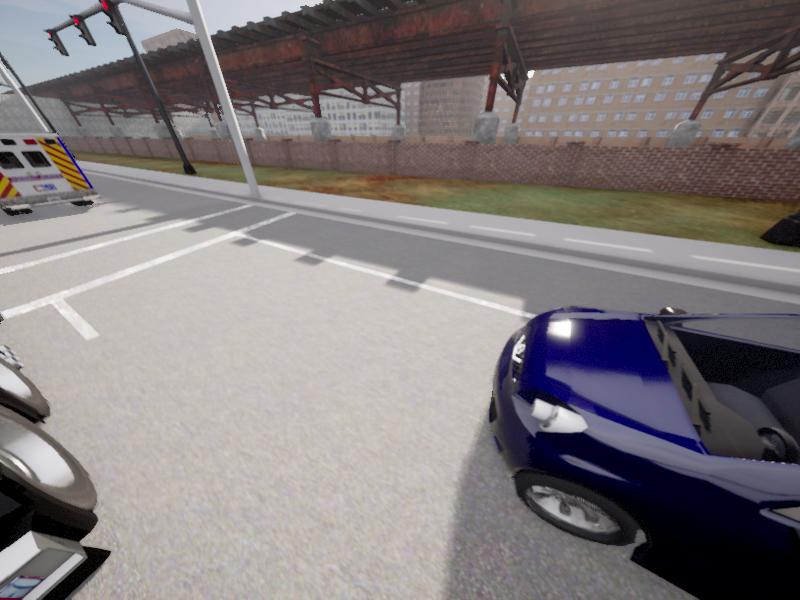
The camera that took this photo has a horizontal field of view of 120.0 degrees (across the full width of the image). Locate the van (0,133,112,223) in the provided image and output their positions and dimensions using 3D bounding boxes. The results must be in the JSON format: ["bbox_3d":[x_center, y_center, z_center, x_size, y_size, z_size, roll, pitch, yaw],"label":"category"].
[{"bbox_3d":[-15.023,-5.047,9.091,6.366,2.431,2.351,18,39,23],"label":"van"}]

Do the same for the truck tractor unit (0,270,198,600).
[{"bbox_3d":[-5.122,-0.291,0.757,6.516,4.208,3.053,18,39,24],"label":"truck tractor unit"}]

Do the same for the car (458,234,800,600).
[{"bbox_3d":[2.493,0.915,1.334,3.633,1.501,1.845,17,39,24],"label":"car"}]
